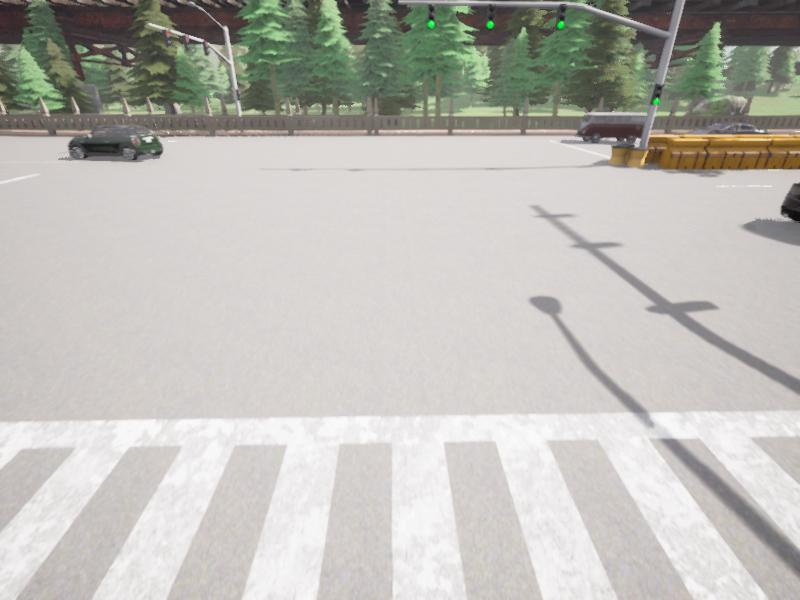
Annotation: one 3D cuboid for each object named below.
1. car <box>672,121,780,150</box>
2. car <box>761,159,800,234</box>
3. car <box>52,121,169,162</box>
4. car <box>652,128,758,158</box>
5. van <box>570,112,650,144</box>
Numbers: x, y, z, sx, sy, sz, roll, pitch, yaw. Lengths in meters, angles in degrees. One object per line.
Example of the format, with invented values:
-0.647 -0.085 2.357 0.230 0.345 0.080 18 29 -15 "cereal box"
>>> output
20.872 -10.625 25.792 4.902 1.511 2.128 -1 27 -1 "car"
12.421 -2.585 9.917 5.238 1.638 1.930 -5 26 -9 "car"
-15.386 -8.565 21.464 4.553 1.767 2.097 4 28 8 "car"
17.110 -8.919 22.612 4.181 1.385 1.994 -1 27 -1 "car"
14.941 -12.352 28.653 4.442 1.987 1.775 -1 27 -1 "van"
